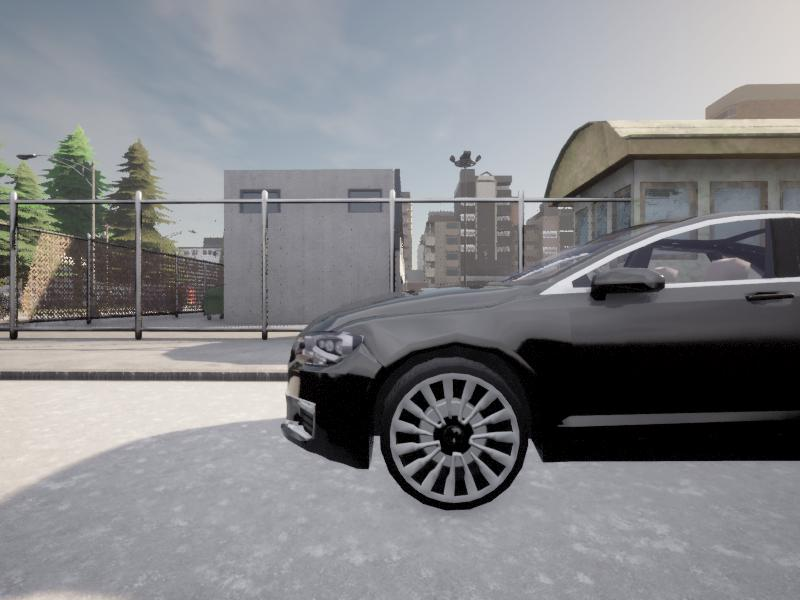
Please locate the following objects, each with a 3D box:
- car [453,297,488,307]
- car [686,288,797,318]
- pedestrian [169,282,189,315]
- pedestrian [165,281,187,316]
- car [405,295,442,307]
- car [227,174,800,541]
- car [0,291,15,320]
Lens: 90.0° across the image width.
[{"bbox_3d":[9.808,0.270,56.091,4.674,1.442,1.812,0,0,1],"label":"car"},{"bbox_3d":[17.629,0.159,20.794,4.193,1.474,1.816,0,0,1],"label":"car"},{"bbox_3d":[-12.716,-0.067,23.071,0.751,1.860,0.751,0,0,-2],"label":"pedestrian"},{"bbox_3d":[-12.007,-0.075,21.448,0.751,1.860,0.751,0,0,2],"label":"pedestrian"},{"bbox_3d":[3.273,0.171,56.275,5.238,1.638,1.930,0,0,2],"label":"car"},{"bbox_3d":[1.742,0.236,2.706,4.902,1.511,2.128,0,0,1],"label":"car"},{"bbox_3d":[-21.266,0.254,19.041,1.816,1.474,4.193,0,0,1],"label":"car"}]
